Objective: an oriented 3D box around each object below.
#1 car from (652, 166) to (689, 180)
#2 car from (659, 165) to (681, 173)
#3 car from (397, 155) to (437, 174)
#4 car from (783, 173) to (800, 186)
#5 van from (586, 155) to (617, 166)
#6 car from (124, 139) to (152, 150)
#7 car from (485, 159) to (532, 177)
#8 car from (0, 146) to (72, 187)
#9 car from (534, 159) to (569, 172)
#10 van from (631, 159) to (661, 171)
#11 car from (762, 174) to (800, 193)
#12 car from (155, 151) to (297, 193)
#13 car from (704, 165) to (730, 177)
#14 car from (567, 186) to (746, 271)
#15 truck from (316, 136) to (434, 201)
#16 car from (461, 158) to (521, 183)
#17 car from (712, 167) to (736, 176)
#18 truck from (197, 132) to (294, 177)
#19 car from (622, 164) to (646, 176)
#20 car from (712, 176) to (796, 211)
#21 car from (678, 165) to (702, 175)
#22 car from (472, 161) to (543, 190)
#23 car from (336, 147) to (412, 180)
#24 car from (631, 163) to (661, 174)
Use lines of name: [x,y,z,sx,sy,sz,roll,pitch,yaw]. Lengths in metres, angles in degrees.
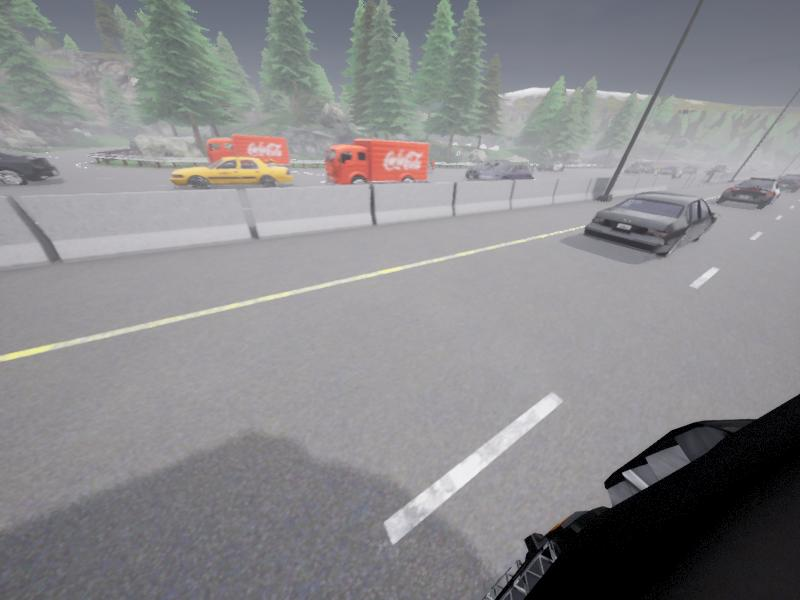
car: [39.934,-18.837,34.110,4.974,1.542,2.038,-17,38,-27]
car: [60.652,-29.417,51.886,4.718,1.301,1.895,-17,38,-27]
car: [1.755,-14.238,24.252,3.705,1.549,1.789,-17,38,-27]
car: [58.629,-17.613,33.736,4.514,1.525,2.007,-17,38,-27]
van: [58.460,-40.598,67.130,1.988,2.561,5.915,-17,38,-27]
car: [-45.332,-27.023,40.089,2.128,1.511,4.902,-18,39,-29]
car: [12.462,-15.184,26.467,5.366,1.575,1.801,-17,38,-27]
car: [-18.841,-5.807,10.001,4.892,1.490,1.837,-16,38,-27]
car: [23.309,-20.642,35.596,4.974,1.542,2.038,-16,38,-27]
van: [60.511,-33.315,56.948,2.069,2.038,4.480,2,37,-1]
car: [41.301,-12.487,24.599,4.974,1.542,2.038,-16,38,-27]
car: [-8.537,-6.673,12.006,5.366,1.575,1.801,-17,38,-27]
car: [64.232,-26.210,46.791,3.866,1.878,1.905,-17,38,-27]
car: [7.872,-2.476,7.059,5.357,1.411,2.033,-17,38,-27]
truck: [-1.230,-6.967,12.194,5.204,2.467,2.627,-17,38,-27]
car: [8.163,-11.685,20.768,4.611,1.667,2.242,-17,38,-27]
car: [70.393,-27.909,50.124,5.366,1.575,1.801,-17,38,-27]
truck: [-11.161,-10.764,17.193,5.204,2.467,2.627,-17,38,-27]
car: [38.426,-21.426,37.916,3.633,1.501,1.845,-23,41,-34]
car: [22.783,-6.970,14.863,4.974,1.542,2.038,-17,38,-27]
car: [61.019,-27.367,48.609,3.988,1.617,1.851,-17,38,-27]
car: [8.046,-9.380,17.309,4.856,1.649,2.033,-17,38,-27]
car: [-2.009,-11.068,18.717,5.566,2.045,2.150,-17,38,-26]
car: [46.334,-24.776,43.577,4.611,1.667,2.242,-17,38,-27]
